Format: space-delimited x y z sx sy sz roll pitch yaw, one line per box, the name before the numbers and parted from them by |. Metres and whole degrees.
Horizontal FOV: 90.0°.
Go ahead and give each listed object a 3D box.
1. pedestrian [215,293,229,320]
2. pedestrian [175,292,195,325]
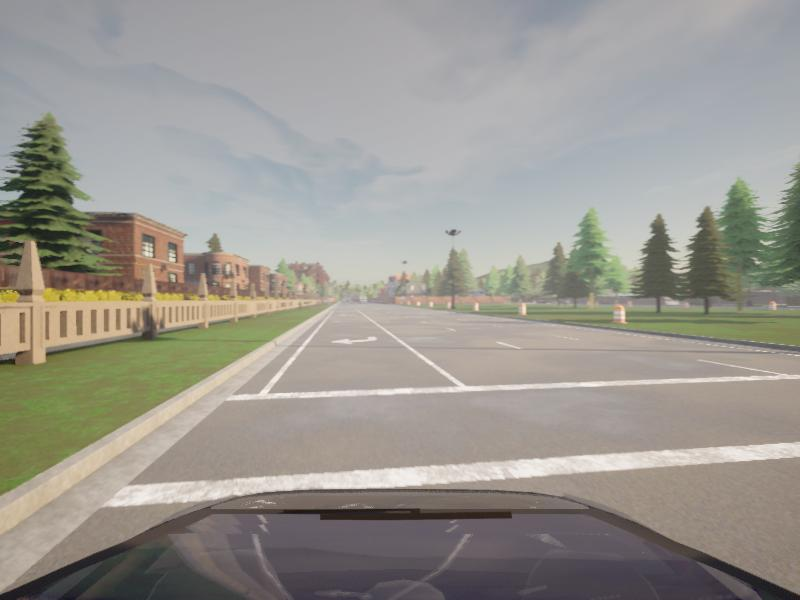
pedestrian | -12.841 0.462 28.897 0.751 1.860 0.751 0 0 -9
pedestrian | -12.287 0.470 22.877 0.751 1.860 0.751 0 0 -6
